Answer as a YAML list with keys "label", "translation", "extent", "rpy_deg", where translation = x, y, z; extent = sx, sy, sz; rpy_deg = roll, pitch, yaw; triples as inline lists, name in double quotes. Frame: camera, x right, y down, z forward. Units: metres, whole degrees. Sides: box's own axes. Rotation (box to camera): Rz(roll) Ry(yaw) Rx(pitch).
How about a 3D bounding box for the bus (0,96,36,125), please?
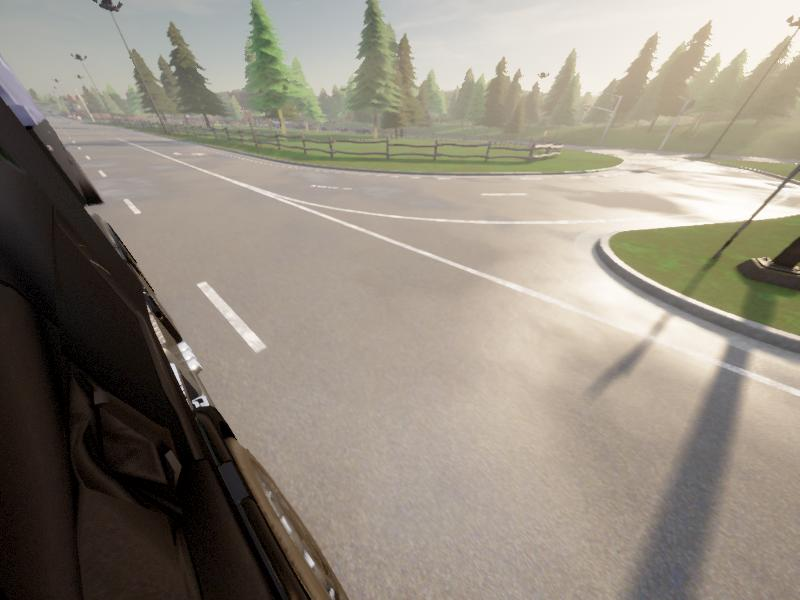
- label: "bus"
  translation: [-80.110, -38.852, 47.432]
  extent: [10.273, 4.253, 3.944]
  rpy_deg: [28, 44, 30]

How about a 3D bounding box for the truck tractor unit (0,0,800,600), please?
- label: "truck tractor unit"
  translation: [-2.645, -0.295, 0.351]
  extent: [6.516, 4.208, 3.053]
  rpy_deg: [28, 44, 30]

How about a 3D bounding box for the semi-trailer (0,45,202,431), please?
- label: "semi-trailer"
  translation: [-8.703, -3.588, 4.241]
  extent: [14.254, 4.402, 2.717]
  rpy_deg: [28, 44, 30]
